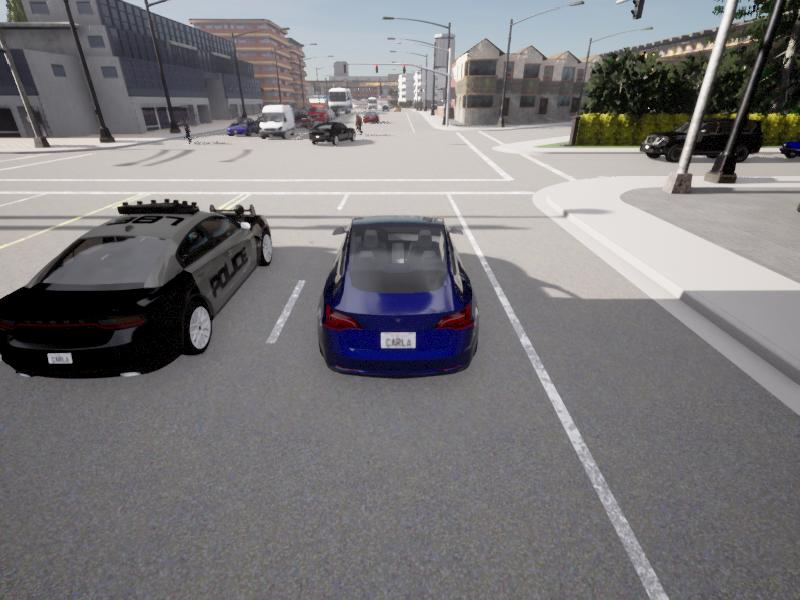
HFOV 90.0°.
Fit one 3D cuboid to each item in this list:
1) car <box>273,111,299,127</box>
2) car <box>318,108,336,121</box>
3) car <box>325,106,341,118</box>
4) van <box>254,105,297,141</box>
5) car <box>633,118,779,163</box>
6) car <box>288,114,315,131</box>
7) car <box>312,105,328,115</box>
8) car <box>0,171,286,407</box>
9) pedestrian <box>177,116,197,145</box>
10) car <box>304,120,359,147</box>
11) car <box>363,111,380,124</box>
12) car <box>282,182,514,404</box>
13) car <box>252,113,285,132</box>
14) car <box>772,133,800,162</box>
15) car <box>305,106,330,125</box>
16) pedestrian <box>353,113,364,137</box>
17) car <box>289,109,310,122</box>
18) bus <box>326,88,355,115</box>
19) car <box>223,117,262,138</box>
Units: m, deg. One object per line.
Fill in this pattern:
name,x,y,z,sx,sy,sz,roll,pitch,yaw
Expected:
car,-14.323,-22.990,50.653,1.882,1.535,5.008,0,27,0
car,-10.884,-27.824,59.975,1.812,1.442,4.674,0,28,0
car,-10.922,-30.839,65.609,1.816,1.474,4.193,0,28,0
van,-10.520,-15.243,34.250,1.988,2.561,5.915,-1,27,-3
car,15.946,-8.469,21.180,5.566,2.045,2.150,0,26,0
car,-10.734,-19.569,44.077,1.812,1.442,4.674,0,27,0
car,-14.468,-34.388,72.324,1.882,1.535,5.008,0,27,0
car,-3.523,-0.753,6.335,1.930,1.638,5.238,0,27,0
pedestrian,-15.472,-12.283,29.030,0.751,1.860,0.751,-21,33,-35
car,-5.027,-12.673,30.225,1.882,1.535,5.008,9,28,17
car,-3.858,-25.129,54.952,1.994,1.385,4.181,0,28,0
car,-0.031,-0.604,6.211,2.163,1.488,4.792,0,27,0
car,-14.275,-19.507,43.749,1.930,1.638,5.238,0,27,0
car,23.279,-8.126,21.332,4.718,1.301,1.895,0,26,0
car,-10.828,-24.518,53.047,2.150,2.045,5.566,0,27,0
pedestrian,-3.672,-15.592,35.660,0.751,1.860,0.751,-7,27,-15
car,-14.368,-26.454,57.331,1.837,1.490,4.892,0,28,0
bus,-10.865,-36.940,74.337,3.944,4.253,10.273,0,27,0
car,-14.225,-15.698,36.336,1.816,1.474,4.193,0,27,0
